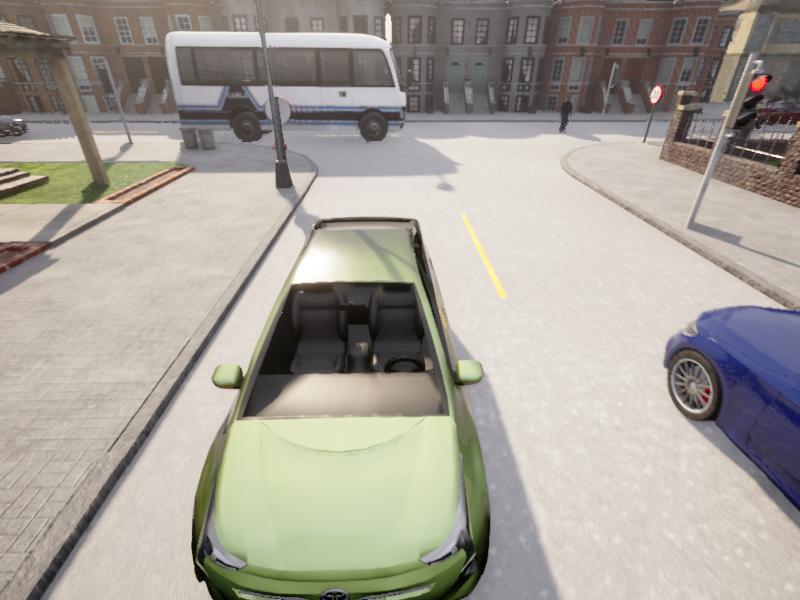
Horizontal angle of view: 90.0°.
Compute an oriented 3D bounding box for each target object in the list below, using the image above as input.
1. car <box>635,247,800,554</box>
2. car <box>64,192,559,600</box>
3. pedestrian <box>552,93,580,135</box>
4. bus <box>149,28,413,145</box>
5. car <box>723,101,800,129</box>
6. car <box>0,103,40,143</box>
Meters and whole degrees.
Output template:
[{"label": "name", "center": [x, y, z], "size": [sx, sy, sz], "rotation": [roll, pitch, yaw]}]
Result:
[{"label": "car", "center": [3.791, 1.275, 2.399], "size": [1.812, 1.442, 4.674], "rotation": [-1, 30, -2]}, {"label": "car", "center": [-0.405, 0.308, 3.962], "size": [2.007, 1.525, 4.514], "rotation": [-1, 30, -1]}, {"label": "pedestrian", "center": [8.291, -9.300, 20.032], "size": [0.751, 1.860, 0.751], "rotation": [0, 30, -1]}, {"label": "bus", "center": [-4.686, -9.763, 18.467], "size": [10.273, 4.253, 3.944], "rotation": [0, 30, -1]}, {"label": "car", "center": [21.877, -10.706, 23.074], "size": [4.718, 1.301, 1.895], "rotation": [-1, 30, -1]}, {"label": "car", "center": [-20.423, -8.352, 18.749], "size": [4.892, 1.490, 1.837], "rotation": [0, 30, -2]}]
